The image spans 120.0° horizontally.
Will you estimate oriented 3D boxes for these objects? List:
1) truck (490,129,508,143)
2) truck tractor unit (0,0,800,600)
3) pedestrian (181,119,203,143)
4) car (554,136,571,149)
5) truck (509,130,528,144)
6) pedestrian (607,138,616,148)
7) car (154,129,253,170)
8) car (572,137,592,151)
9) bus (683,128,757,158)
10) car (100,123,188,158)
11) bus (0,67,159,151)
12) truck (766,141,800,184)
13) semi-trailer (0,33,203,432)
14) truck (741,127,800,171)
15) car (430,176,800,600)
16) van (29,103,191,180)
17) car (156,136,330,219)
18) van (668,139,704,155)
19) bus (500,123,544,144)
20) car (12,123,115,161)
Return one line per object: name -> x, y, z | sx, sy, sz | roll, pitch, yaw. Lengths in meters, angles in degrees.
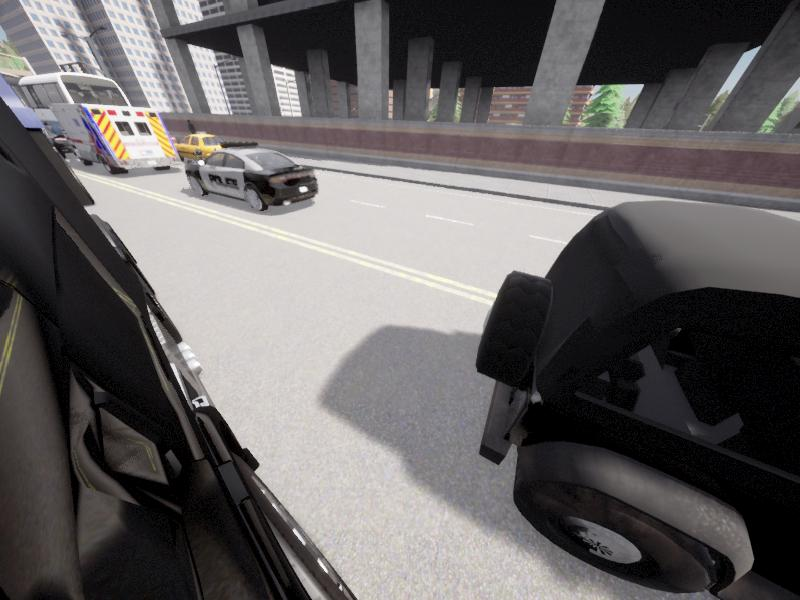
truck -> 23.505, -38.798, 54.713 | 2.615, 2.467, 5.204 | 20, 40, 21
truck tractor unit -> -2.645, -0.295, 0.351 | 6.516, 4.208, 3.053 | 28, 44, 30
pedestrian -> -20.268, -16.480, 22.554 | 0.751, 1.860, 0.751 | 20, 40, 22
car -> 29.369, -28.526, 41.780 | 1.905, 1.878, 3.866 | 20, 40, 21
truck -> 27.282, -37.441, 53.139 | 2.615, 2.467, 5.204 | 20, 40, 21
pedestrian -> 50.030, -37.144, 54.583 | 0.751, 1.860, 0.751 | 19, 40, 20
car -> -11.396, -8.851, 13.442 | 5.366, 1.575, 1.801 | 20, 40, 21
car -> 31.946, -27.600, 40.706 | 1.905, 1.878, 3.866 | 20, 40, 21
bus -> 61.551, -30.762, 45.064 | 3.944, 4.253, 10.273 | 20, 40, 21
car -> -17.606, -11.107, 15.989 | 4.611, 1.667, 2.242 | 20, 40, 21
bus -> -25.391, -14.857, 18.352 | 10.273, 4.253, 3.944 | 20, 40, 21
truck -> 30.282, -9.466, 16.082 | 2.627, 2.467, 5.204 | 20, 40, 21
semi-trailer -> -8.778, -3.550, 4.146 | 14.254, 4.402, 2.717 | 27, 43, 29
truck -> 45.308, -17.348, 26.452 | 2.891, 3.827, 8.468 | 20, 40, 21
car -> 2.425, 0.737, 1.236 | 3.866, 1.878, 1.905 | 20, 40, 21
van -> -13.525, -7.570, 10.885 | 6.366, 2.431, 2.351 | 20, 40, 21
car -> -5.095, -4.237, 7.620 | 5.238, 1.638, 1.930 | 20, 40, 21
van -> 59.474, -32.083, 48.222 | 2.351, 2.431, 6.366 | 20, 40, 21
bus -> 35.116, -48.143, 66.723 | 10.273, 4.253, 3.944 | 20, 40, 21
car -> -20.214, -9.586, 13.921 | 4.902, 1.511, 2.128 | 20, 40, 21
